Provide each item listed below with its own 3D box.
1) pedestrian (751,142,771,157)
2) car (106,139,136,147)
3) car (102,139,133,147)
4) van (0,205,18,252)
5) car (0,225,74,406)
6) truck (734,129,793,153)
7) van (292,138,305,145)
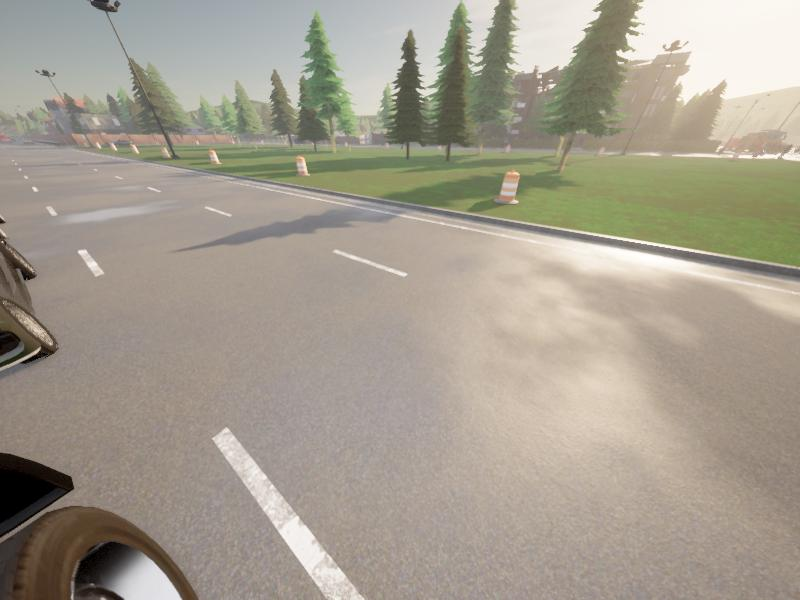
[{"bbox_3d":[55.784,-23.291,35.717,0.751,1.860,0.751,21,40,27],"label":"pedestrian"},{"bbox_3d":[-74.274,-41.831,61.509,2.007,1.525,4.514,12,37,17],"label":"car"},{"bbox_3d":[-77.256,-43.071,63.177,2.242,1.667,4.611,13,37,18],"label":"car"},{"bbox_3d":[-11.666,-2.403,5.520,4.442,1.987,1.775,22,41,28],"label":"van"},{"bbox_3d":[-6.487,-0.150,2.683,5.027,1.651,2.152,22,41,28],"label":"car"},{"bbox_3d":[74.962,-33.006,47.982,2.891,3.827,8.468,22,40,28],"label":"truck"},{"bbox_3d":[-35.324,-55.340,80.499,4.442,1.987,1.775,22,41,28],"label":"van"}]
